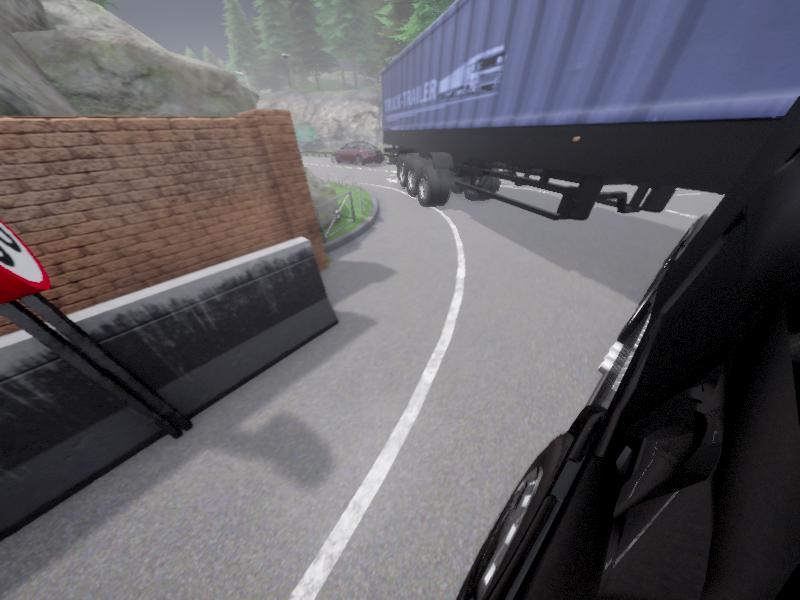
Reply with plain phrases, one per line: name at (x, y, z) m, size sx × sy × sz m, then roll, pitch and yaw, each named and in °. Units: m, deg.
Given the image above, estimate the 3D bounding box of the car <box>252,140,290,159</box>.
car at (-13.589, -15.887, 24.354) m, size 3.705 × 1.549 × 1.789 m, roll 26°, pitch 45°, yaw 33°

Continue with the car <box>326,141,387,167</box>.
car at (-3.225, -10.802, 16.991) m, size 4.181 × 1.385 × 1.994 m, roll 26°, pitch 45°, yaw 33°

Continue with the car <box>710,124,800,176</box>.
car at (17.470, -7.275, 11.022) m, size 2.242 × 1.667 × 4.611 m, roll 25°, pitch 45°, yaw 32°

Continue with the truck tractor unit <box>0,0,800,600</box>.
truck tractor unit at (2.645, -0.295, 0.351) m, size 6.516 × 4.208 × 3.053 m, roll -28°, pitch 44°, yaw -30°

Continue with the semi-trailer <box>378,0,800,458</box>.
semi-trailer at (2.407, -4.554, 5.893) m, size 2.717 × 4.402 × 14.254 m, roll -10°, pitch 37°, yaw -14°
